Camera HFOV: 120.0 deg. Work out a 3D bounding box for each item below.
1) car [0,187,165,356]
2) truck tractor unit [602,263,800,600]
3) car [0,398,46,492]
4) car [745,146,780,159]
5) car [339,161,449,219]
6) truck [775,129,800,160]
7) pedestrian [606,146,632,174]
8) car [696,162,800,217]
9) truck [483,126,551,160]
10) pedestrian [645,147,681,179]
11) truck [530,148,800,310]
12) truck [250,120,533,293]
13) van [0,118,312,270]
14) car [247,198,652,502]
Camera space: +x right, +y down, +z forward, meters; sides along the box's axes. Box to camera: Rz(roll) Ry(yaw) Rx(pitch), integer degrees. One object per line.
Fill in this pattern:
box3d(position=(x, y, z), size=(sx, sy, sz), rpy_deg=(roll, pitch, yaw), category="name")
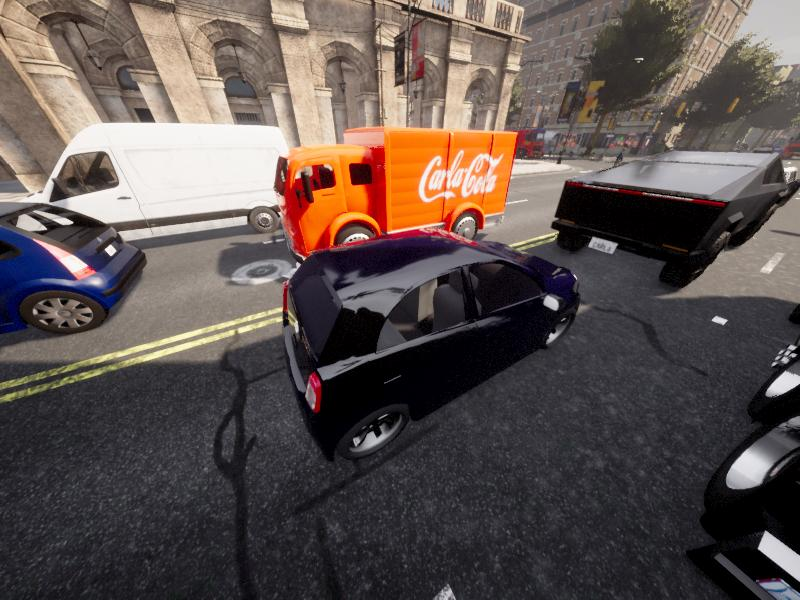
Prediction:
box3d(position=(-6.145, -0.215, 2.854), size=(3.988, 1.617, 1.851), rpy_deg=(-18, 39, -24), category="car")
box3d(position=(5.107, -0.305, 0.784), size=(6.516, 4.208, 3.053), rpy_deg=(-18, 39, -24), category="truck tractor unit")
box3d(position=(-4.891, 1.714, 0.164), size=(4.514, 1.525, 2.007), rpy_deg=(-18, 39, -24), category="car")
box3d(position=(58.476, -23.863, 37.255), size=(5.238, 1.638, 1.930), rpy_deg=(-19, 39, -25), category="car")
box3d(position=(-0.200, -4.417, 8.998), size=(3.633, 1.501, 1.845), rpy_deg=(-18, 39, -24), category="car")
box3d(position=(61.409, -23.412, 34.720), size=(8.468, 3.827, 2.891), rpy_deg=(-18, 39, -25), category="truck")
box3d(position=(17.496, -11.178, 18.504), size=(0.751, 1.860, 0.751), rpy_deg=(29, 44, 35), category="pedestrian")
box3d(position=(14.806, -4.701, 9.564), size=(3.806, 1.475, 1.970), rpy_deg=(-18, 39, -25), category="car")
box3d(position=(17.171, -23.833, 34.995), size=(2.891, 3.827, 8.468), rpy_deg=(-18, 39, -24), category="truck")
box3d(position=(18.639, -9.706, 16.399), size=(0.751, 1.860, 0.751), rpy_deg=(-14, 37, -19), category="pedestrian")
box3d(position=(6.413, -2.180, 5.339), size=(6.274, 2.098, 2.390), rpy_deg=(-18, 39, -24), category="truck")
box3d(position=(-0.092, -2.526, 5.463), size=(5.204, 2.467, 2.627), rpy_deg=(-18, 39, -24), category="truck")
box3d(position=(-5.825, -3.006, 6.049), size=(5.915, 2.561, 1.988), rpy_deg=(-18, 39, -24), category="van")
box3d(position=(0.565, -0.045, 2.727), size=(3.633, 1.501, 1.845), rpy_deg=(-18, 39, -24), category="car")
